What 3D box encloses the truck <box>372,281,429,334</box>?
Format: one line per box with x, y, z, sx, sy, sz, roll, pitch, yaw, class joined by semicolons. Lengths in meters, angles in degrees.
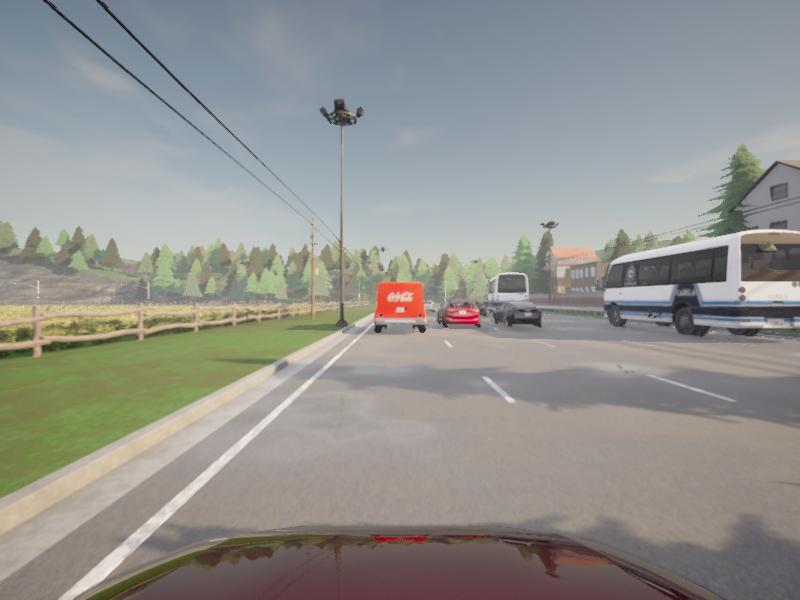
0.009;0.352;21.240;2.627;2.467;5.204;0;0;0;truck

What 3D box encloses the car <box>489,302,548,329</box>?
7.023;0.846;24.291;2.163;1.488;4.792;0;0;0;car

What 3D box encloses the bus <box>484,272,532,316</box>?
11.582;-0.544;44.029;3.944;4.253;10.273;0;0;9;bus

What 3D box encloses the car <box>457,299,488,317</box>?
6.995;0.750;39.137;2.242;1.667;4.611;0;0;0;car

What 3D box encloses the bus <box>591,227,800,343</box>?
13.877;-0.538;19.776;3.944;4.253;10.273;0;0;0;bus

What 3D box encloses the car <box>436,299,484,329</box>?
3.508;0.751;24.496;2.242;1.667;4.611;0;0;0;car
